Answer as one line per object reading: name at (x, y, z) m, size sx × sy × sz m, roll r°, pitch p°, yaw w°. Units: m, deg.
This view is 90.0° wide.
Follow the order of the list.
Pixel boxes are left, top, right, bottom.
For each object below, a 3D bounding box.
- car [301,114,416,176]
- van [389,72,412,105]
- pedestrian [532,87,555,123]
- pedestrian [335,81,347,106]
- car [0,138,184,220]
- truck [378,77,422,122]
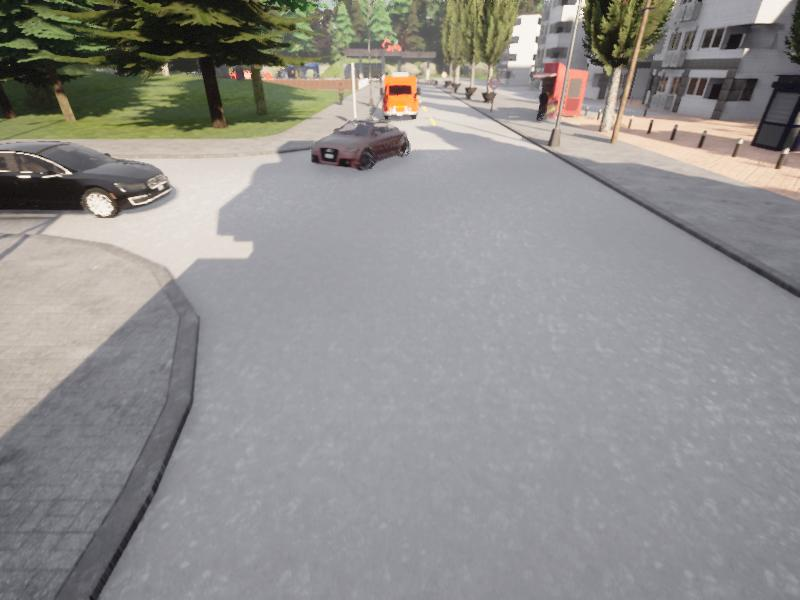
car at (-1.316, -5.738, 14.483) m, size 1.994 × 1.385 × 4.181 m, roll 16°, pitch 34°, yaw 25°
van at (0.023, -20.336, 38.319) m, size 1.988 × 2.561 × 5.915 m, roll 0°, pitch 30°, yaw 0°
pedestrian at (8.482, -11.580, 23.745) m, size 0.751 × 1.860 × 0.751 m, roll -4°, pitch 30°, yaw -6°
pedestrian at (-4.987, -17.432, 33.760) m, size 0.751 × 1.860 × 0.751 m, roll 0°, pitch 30°, yaw -1°
car at (-8.254, -2.951, 9.583) m, size 4.892 × 1.490 × 1.837 m, roll 0°, pitch 30°, yaw 0°
truck at (0.022, -13.571, 26.831) m, size 2.627 × 2.467 × 5.204 m, roll 0°, pitch 29°, yaw 0°
